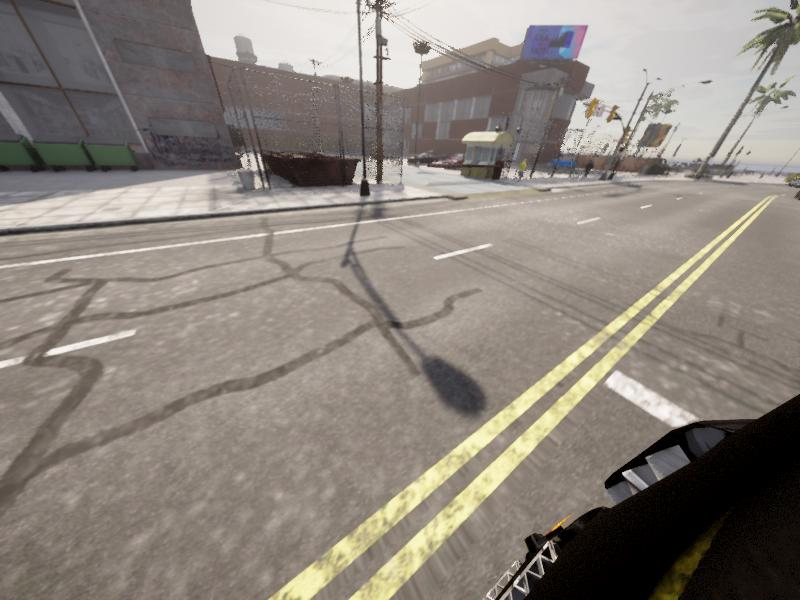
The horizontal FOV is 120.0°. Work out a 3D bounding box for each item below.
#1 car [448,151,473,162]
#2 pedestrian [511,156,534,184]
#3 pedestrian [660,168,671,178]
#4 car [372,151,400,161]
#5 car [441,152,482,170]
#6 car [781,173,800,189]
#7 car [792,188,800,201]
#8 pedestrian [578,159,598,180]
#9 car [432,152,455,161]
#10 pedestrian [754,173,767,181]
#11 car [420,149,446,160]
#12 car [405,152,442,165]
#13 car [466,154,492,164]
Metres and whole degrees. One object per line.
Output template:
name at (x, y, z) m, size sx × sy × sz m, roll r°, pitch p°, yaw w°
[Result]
car at (12.647, -29.947, 48.321) m, size 4.553 × 1.767 × 2.185 m, roll -18°, pitch 39°, yaw -29°
pedestrian at (9.522, -10.142, 18.009) m, size 0.751 × 1.860 × 0.751 m, roll -18°, pitch 39°, yaw -29°
pedestrian at (37.974, -18.146, 33.018) m, size 0.500 × 1.100 × 0.500 m, roll -14°, pitch 37°, yaw -24°
car at (-2.443, -25.840, 41.514) m, size 4.718 × 1.301 × 1.895 m, roll -18°, pitch 39°, yaw -29°
car at (7.731, -17.459, 29.104) m, size 4.553 × 1.767 × 2.185 m, roll -18°, pitch 39°, yaw -29°
car at (52.191, -14.783, 28.915) m, size 4.856 × 1.649 × 2.033 m, roll 2°, pitch 33°, yaw -2°
car at (33.847, -8.713, 18.449) m, size 3.806 × 1.475 × 1.970 m, roll -20°, pitch 40°, yaw -31°
pedestrian at (19.017, -13.194, 23.363) m, size 0.751 × 1.860 × 0.751 m, roll -20°, pitch 40°, yaw -30°
car at (9.857, -32.182, 51.912) m, size 4.786 × 1.482 × 2.161 m, roll -18°, pitch 39°, yaw -29°
pedestrian at (56.497, -19.260, 36.165) m, size 0.500 × 1.100 × 0.500 m, roll -6°, pitch 35°, yaw -13°
car at (7.778, -34.033, 54.049) m, size 5.566 × 2.045 × 2.435 m, roll -18°, pitch 39°, yaw -29°
car at (3.495, -20.997, 34.330) m, size 5.008 × 1.535 × 2.097 m, roll -18°, pitch 39°, yaw -29°
car at (15.351, -27.425, 45.032) m, size 4.674 × 1.452 × 2.002 m, roll -18°, pitch 39°, yaw -29°
